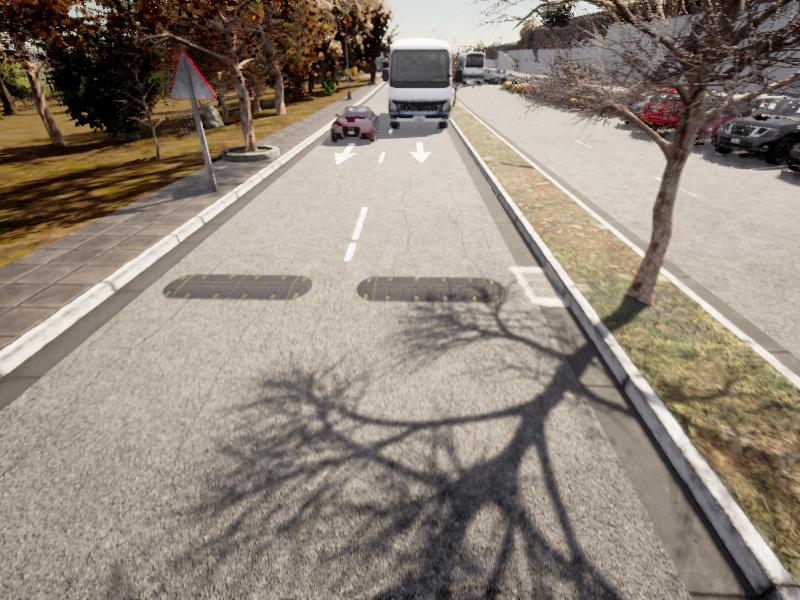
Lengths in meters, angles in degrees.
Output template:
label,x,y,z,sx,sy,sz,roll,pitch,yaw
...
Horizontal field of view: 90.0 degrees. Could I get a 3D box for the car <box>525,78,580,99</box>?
label,x,y,z,sx,sy,sz,roll,pitch,yaw
car,15.478,-21.548,40.686,4.553,1.767,2.185,-9,32,-16

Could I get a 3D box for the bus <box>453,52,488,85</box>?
label,x,y,z,sx,sy,sz,roll,pitch,yaw
bus,11.085,-37.078,64.019,3.944,4.253,10.273,1,31,1

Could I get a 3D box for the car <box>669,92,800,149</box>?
label,x,y,z,sx,sy,sz,roll,pitch,yaw
car,14.659,-7.905,17.519,4.442,1.987,1.878,-9,32,-16

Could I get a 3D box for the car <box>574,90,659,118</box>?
label,x,y,z,sx,sy,sz,roll,pitch,yaw
car,15.067,-13.756,27.958,4.792,1.488,2.163,-9,32,-16

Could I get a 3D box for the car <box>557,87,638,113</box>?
label,x,y,z,sx,sy,sz,roll,pitch,yaw
car,15.003,-15.282,30.460,5.366,1.575,1.946,-9,32,-16

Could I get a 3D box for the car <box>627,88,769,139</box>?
label,x,y,z,sx,sy,sz,roll,pitch,yaw
car,14.877,-9.462,20.128,5.566,2.045,2.435,-9,32,-16

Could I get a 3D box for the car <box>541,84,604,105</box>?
label,x,y,z,sx,sy,sz,roll,pitch,yaw
car,15.336,-18.336,35.665,4.674,1.452,2.002,-9,32,-16

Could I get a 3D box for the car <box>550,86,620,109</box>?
label,x,y,z,sx,sy,sz,roll,pitch,yaw
car,15.286,-16.817,33.110,4.792,1.488,2.163,-9,32,-16

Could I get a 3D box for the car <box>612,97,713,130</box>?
label,x,y,z,sx,sy,sz,roll,pitch,yaw
car,14.926,-10.719,22.835,4.674,1.452,2.002,-9,32,-16

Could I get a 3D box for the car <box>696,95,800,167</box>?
label,x,y,z,sx,sy,sz,roll,pitch,yaw
car,14.661,-6.432,14.957,5.566,2.045,2.435,-9,32,-16

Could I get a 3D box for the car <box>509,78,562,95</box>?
label,x,y,z,sx,sy,sz,roll,pitch,yaw
car,15.495,-24.505,45.806,5.366,1.575,1.946,-9,33,-16

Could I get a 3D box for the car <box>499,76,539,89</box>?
label,x,y,z,sx,sy,sz,roll,pitch,yaw
car,15.913,-29.131,53.534,4.674,1.452,2.002,-9,32,-16

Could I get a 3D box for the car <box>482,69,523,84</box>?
label,x,y,z,sx,sy,sz,roll,pitch,yaw
car,16.276,-35.536,63.611,5.566,2.045,2.435,-9,32,-16

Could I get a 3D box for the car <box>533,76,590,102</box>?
label,x,y,z,sx,sy,sz,roll,pitch,yaw
car,15.317,-20.074,38.044,4.442,1.987,1.878,-9,33,-16

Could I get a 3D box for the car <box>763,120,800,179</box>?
label,x,y,z,sx,sy,sz,roll,pitch,yaw
car,14.595,-4.714,12.524,4.892,1.521,2.231,-9,32,-16

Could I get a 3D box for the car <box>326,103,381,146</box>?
label,x,y,z,sx,sy,sz,roll,pitch,yaw
car,-2.061,-8.433,19.020,1.994,1.385,4.181,1,30,1

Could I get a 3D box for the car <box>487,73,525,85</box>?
label,x,y,z,sx,sy,sz,roll,pitch,yaw
car,16.174,-33.775,61.170,4.892,1.521,2.231,-9,33,-16

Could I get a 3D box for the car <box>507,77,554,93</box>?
label,x,y,z,sx,sy,sz,roll,pitch,yaw
car,15.780,-26.058,48.437,4.792,1.488,2.163,-9,32,-16

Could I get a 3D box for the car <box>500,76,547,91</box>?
label,x,y,z,sx,sy,sz,roll,pitch,yaw
car,15.660,-27.596,50.907,5.366,1.575,1.946,-9,33,-16

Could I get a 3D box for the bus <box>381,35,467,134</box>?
label,x,y,z,sx,sy,sz,roll,pitch,yaw
bus,1.237,-12.989,23.921,3.944,4.253,10.273,1,31,1
